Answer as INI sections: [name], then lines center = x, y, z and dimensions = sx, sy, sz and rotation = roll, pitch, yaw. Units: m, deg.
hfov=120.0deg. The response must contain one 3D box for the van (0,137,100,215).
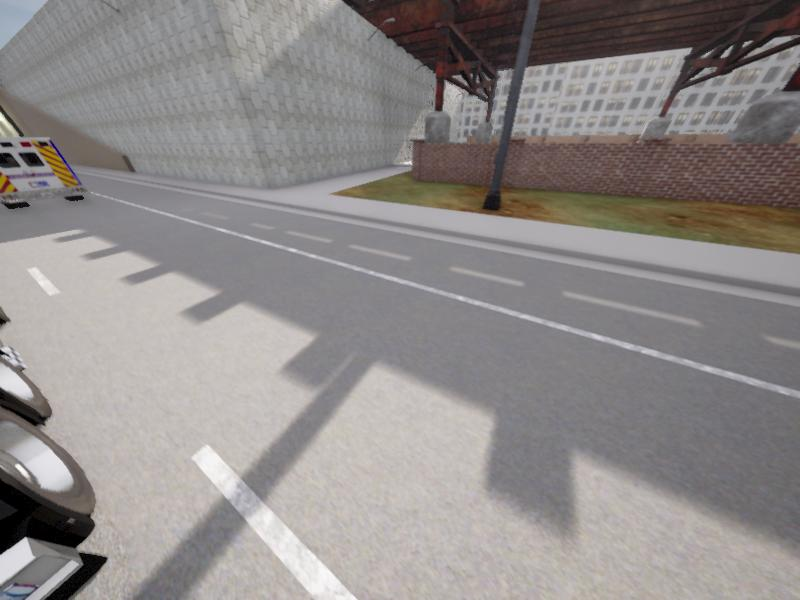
[van]
center = -17.044, -5.747, 10.311
dimensions = 6.366, 2.431, 2.351
rotation = 18, 39, 24

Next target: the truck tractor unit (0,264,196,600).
[truck tractor unit]
center = -5.114, -0.296, 0.786
dimensions = 6.516, 4.208, 3.053
rotation = 18, 39, 24

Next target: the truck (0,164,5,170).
[truck]
center = -44.021, -15.092, 22.781
dimensions = 8.468, 3.827, 2.891
rotation = 18, 39, 24
